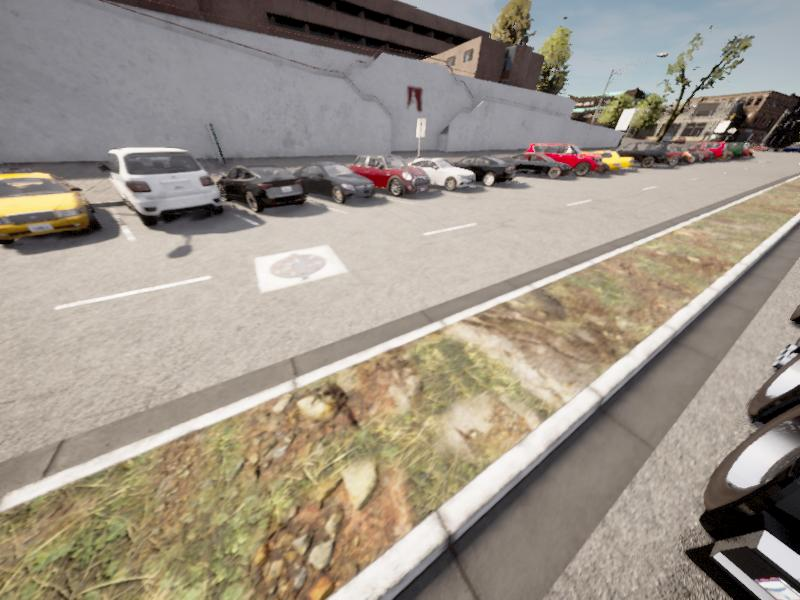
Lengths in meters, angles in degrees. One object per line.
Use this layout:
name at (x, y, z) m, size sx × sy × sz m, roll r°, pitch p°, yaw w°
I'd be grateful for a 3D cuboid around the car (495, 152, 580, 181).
car at (9.854, -9.859, 16.857) m, size 4.792 × 1.488 × 2.163 m, roll 25°, pitch 42°, yaw 32°

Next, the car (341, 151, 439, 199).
car at (-0.602, -6.581, 11.894) m, size 4.553 × 1.767 × 2.185 m, roll 25°, pitch 42°, yaw 32°

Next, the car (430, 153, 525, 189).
car at (4.628, -8.172, 14.397) m, size 5.008 × 1.535 × 2.097 m, roll 25°, pitch 42°, yaw 32°

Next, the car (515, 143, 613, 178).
car at (12.455, -10.948, 17.927) m, size 5.566 × 2.045 × 2.435 m, roll 25°, pitch 42°, yaw 32°

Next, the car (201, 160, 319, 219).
car at (-5.813, -4.750, 9.510) m, size 4.792 × 1.488 × 2.163 m, roll 25°, pitch 42°, yaw 32°

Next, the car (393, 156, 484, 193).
car at (2.022, -7.287, 13.200) m, size 4.674 × 1.452 × 2.002 m, roll 25°, pitch 41°, yaw 32°

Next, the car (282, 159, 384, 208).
car at (-3.179, -5.581, 10.744) m, size 4.674 × 1.452 × 2.002 m, roll 25°, pitch 41°, yaw 32°

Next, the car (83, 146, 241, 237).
car at (-8.413, -4.139, 8.117) m, size 5.566 × 2.045 × 2.435 m, roll 25°, pitch 42°, yaw 32°

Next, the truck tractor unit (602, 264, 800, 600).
truck tractor unit at (5.106, -0.306, 0.779) m, size 6.516 × 4.208 × 3.053 m, roll -18°, pitch 39°, yaw -24°

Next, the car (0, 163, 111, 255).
car at (-10.852, -3.020, 6.906) m, size 5.366 × 1.575 × 1.946 m, roll 25°, pitch 41°, yaw 32°
